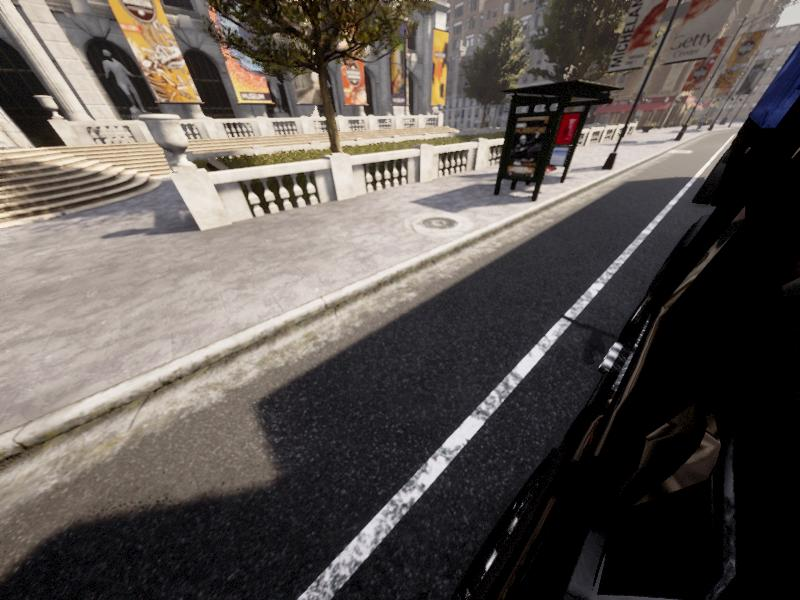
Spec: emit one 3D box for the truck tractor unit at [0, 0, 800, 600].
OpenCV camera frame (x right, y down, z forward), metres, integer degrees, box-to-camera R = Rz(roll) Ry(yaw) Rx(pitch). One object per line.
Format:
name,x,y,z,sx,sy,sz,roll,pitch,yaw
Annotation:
truck tractor unit,2.645,-0.295,0.351,6.516,4.208,3.053,-28,44,-30

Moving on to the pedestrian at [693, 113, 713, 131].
pedestrian,40.902,-24.048,31.193,0.751,1.860,0.751,-21,41,-23

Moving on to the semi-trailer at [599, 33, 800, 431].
semi-trailer,8.644,-3.649,4.268,14.254,4.402,2.717,-29,44,-30

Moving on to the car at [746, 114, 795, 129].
car,52.734,-25.429,32.895,4.674,1.452,2.002,-14,38,-15

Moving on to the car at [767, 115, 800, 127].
car,58.191,-26.587,34.209,4.718,1.301,1.895,-8,37,-7
